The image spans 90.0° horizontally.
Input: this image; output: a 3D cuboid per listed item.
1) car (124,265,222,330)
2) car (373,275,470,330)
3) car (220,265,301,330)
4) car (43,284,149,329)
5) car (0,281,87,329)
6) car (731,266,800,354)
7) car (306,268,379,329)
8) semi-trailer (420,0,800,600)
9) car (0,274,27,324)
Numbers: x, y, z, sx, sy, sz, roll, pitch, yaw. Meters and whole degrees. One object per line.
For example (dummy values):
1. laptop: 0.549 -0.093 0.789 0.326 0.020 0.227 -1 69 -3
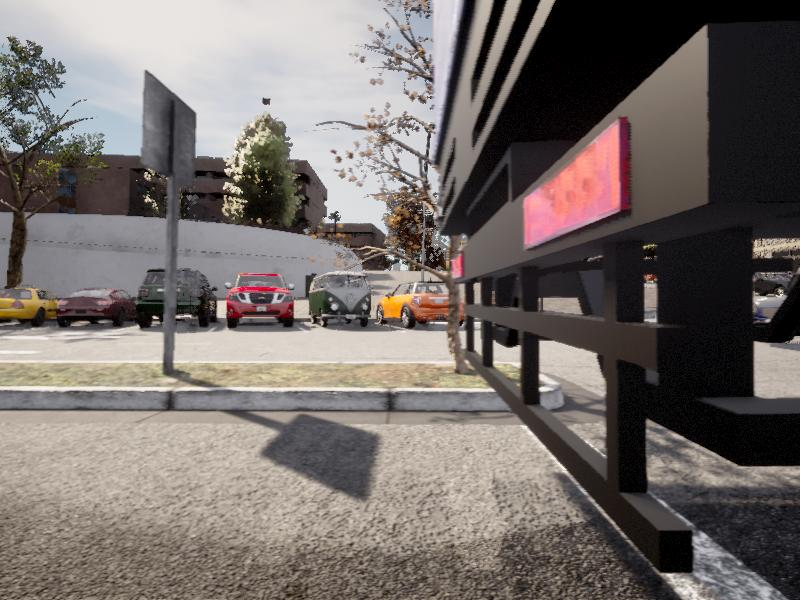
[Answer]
1. car: -8.440 -0.036 15.541 2.435 2.045 5.566 0 -1 -20
2. car: 0.611 0.104 15.437 2.185 1.767 4.553 0 -1 -20
3. car: -5.403 -0.032 15.488 2.435 2.045 5.566 1 -1 -20
4. car: -11.436 0.250 15.502 2.002 1.452 4.674 0 -1 -20
5. car: -14.505 0.204 15.671 1.946 1.575 5.366 0 -1 -20
6. car: 8.832 0.133 7.194 4.193 1.474 1.816 -1 1 2
7. car: -2.366 -0.002 15.392 1.878 1.987 4.442 1 -1 -20
8. semi-trailer: 7.255 -1.249 1.457 14.254 4.402 2.717 -1 0 1
9. car: -17.454 -0.050 15.512 2.435 2.045 5.566 0 -1 -20
